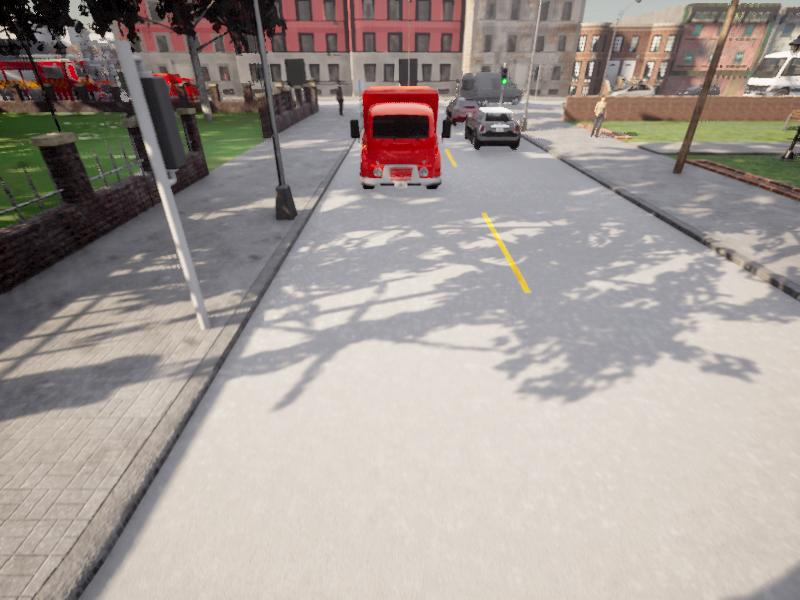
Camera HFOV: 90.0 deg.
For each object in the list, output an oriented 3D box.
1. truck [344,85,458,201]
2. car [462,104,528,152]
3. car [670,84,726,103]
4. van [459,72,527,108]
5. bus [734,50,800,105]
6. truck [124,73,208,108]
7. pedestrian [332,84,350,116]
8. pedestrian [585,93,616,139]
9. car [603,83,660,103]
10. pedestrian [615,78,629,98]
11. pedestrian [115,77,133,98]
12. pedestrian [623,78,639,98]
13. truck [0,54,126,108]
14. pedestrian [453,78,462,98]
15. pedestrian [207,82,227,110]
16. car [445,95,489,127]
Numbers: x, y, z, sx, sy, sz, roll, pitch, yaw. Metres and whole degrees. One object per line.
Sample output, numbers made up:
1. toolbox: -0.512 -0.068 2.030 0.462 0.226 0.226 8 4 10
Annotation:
1. truck: 0.005 -4.978 12.066 2.627 2.467 5.204 0 30 0
2. car: 4.010 -7.677 17.666 1.970 1.475 3.806 0 30 0
3. car: 28.250 -19.606 38.018 3.633 1.501 1.845 0 30 0
4. van: 8.043 -18.170 34.561 5.915 2.561 1.988 -18 31 -28
5. bus: 38.492 -20.708 37.210 10.273 4.253 3.944 0 30 0
6. truck: -19.866 -17.987 34.303 5.204 2.467 2.627 0 30 -1
7. pedestrian: -3.943 -13.319 26.678 0.751 1.860 0.751 24 38 35
8. pedestrian: 9.108 -8.396 18.263 0.751 1.860 0.751 7 31 11
9. car: 21.891 -19.648 38.011 3.988 1.617 1.851 0 30 0
10. pedestrian: 23.295 -22.292 42.027 0.751 1.860 0.751 6 31 9
11. pedestrian: -29.090 -22.383 42.165 0.751 1.860 0.751 1 30 2
12. pedestrian: 24.235 -22.279 42.005 0.751 1.860 0.751 -3 30 -5
13. truck: -29.027 -18.575 33.964 8.468 3.827 2.891 0 30 0
14. pedestrian: 6.014 -22.121 41.729 0.751 1.860 0.751 6 31 11
15. pedestrian: -13.819 -15.416 30.260 0.751 1.860 0.751 0 30 -1
16. car: 4.019 -11.749 24.735 1.994 1.385 4.181 0 30 0
